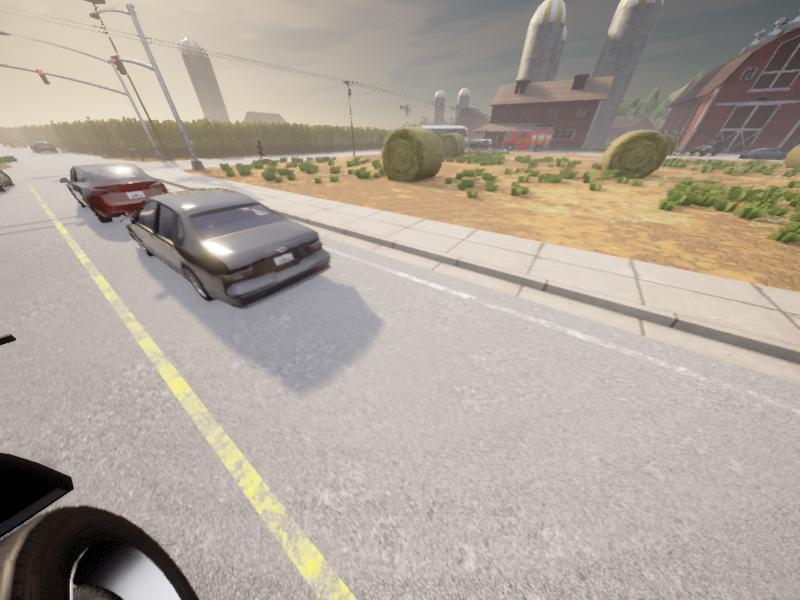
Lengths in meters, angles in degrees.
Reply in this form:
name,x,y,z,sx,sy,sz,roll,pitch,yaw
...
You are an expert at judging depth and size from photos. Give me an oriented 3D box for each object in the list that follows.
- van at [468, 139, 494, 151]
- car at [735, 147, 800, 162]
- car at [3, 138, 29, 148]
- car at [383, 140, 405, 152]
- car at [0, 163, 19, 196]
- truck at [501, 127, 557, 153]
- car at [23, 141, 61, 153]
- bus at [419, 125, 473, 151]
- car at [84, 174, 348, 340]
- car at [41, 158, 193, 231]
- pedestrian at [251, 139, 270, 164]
name,x,y,z,sx,sy,sz,roll,pitch,yaw
van,17.047,-32.687,48.639,4.480,2.038,2.069,20,40,25
car,48.158,-19.127,30.316,4.181,1.385,1.994,19,40,25
car,-79.544,-32.510,47.823,5.366,1.575,1.801,20,40,25
car,-1.101,-29.819,44.640,2.097,1.767,4.553,20,40,25
car,-19.979,-5.653,10.517,4.181,1.385,1.994,27,43,32
truck,24.550,-30.781,44.474,8.468,3.827,2.891,19,39,25
car,-54.194,-23.211,34.978,4.792,1.488,2.163,20,40,26
bus,9.234,-33.857,48.304,10.273,4.253,3.944,2,35,3
car,-3.788,-1.406,4.646,5.357,1.411,2.033,22,41,28
car,-9.841,-3.898,8.037,4.792,1.488,2.163,22,41,28
pedestrian,-12.900,-13.771,21.415,0.751,1.860,0.751,19,39,25
